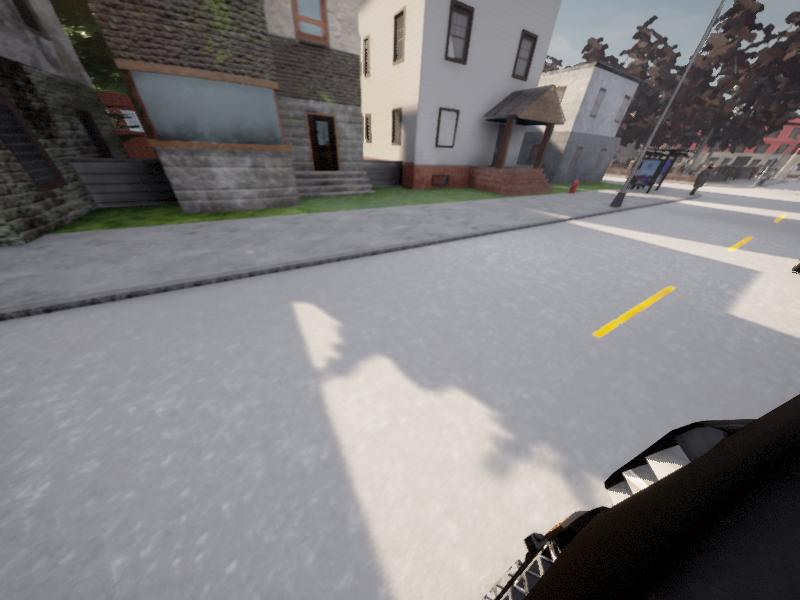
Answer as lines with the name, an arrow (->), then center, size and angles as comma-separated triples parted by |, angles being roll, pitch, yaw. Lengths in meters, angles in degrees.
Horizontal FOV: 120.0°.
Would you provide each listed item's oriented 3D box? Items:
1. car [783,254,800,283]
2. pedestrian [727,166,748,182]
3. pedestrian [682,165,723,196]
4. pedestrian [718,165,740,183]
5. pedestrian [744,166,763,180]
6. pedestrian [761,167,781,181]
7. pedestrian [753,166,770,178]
car -> 11.566, -1.267, 5.368 | 5.008, 1.535, 1.882 | -16, 38, -26
pedestrian -> 46.313, -17.321, 31.684 | 0.751, 1.860, 0.751 | -16, 38, -26
pedestrian -> 21.626, -8.580, 16.587 | 0.751, 1.860, 0.751 | -1, 34, -6
pedestrian -> 41.398, -15.843, 29.079 | 0.751, 1.860, 0.751 | -17, 38, -27
pedestrian -> 55.650, -19.965, 36.388 | 0.751, 1.860, 0.751 | -16, 38, -26
pedestrian -> 58.125, -19.686, 36.164 | 0.751, 1.860, 0.751 | -13, 37, -23
pedestrian -> 66.054, -23.308, 42.225 | 0.751, 1.860, 0.751 | -12, 36, -21
